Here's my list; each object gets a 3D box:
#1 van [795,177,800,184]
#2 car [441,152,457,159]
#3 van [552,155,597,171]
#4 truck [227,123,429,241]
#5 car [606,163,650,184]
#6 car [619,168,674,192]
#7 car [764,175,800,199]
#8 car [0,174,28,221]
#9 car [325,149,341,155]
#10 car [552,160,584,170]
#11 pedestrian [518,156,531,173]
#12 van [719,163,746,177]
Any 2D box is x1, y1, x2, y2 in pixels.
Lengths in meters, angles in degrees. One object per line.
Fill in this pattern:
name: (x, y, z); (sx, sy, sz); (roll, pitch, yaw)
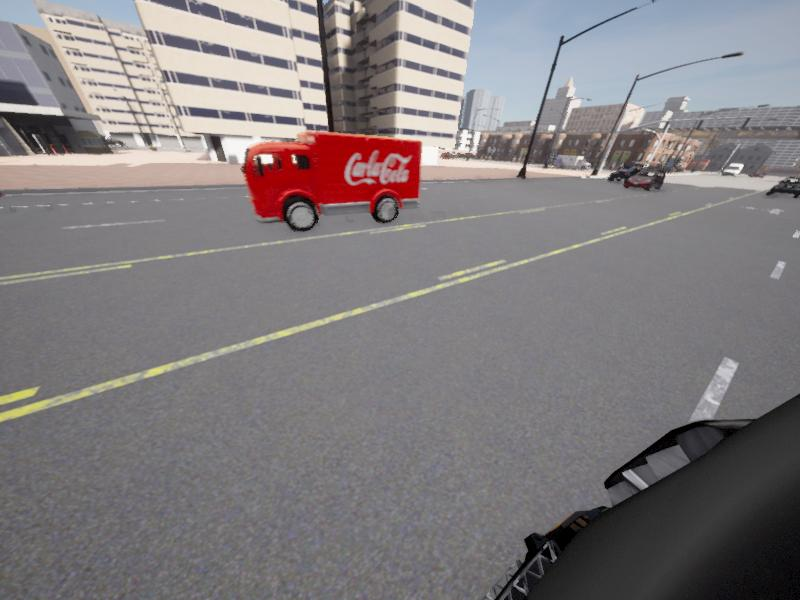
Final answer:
van: (76.276, -22.969, 42.716); (5.915, 2.561, 1.988); (-16, 38, -27)
car: (15.398, -45.406, 72.661); (1.930, 1.638, 5.238); (-17, 38, -27)
van: (34.899, -27.636, 46.557); (2.351, 2.431, 6.366); (-17, 38, -27)
truck: (-2.054, -3.883, 7.486); (5.204, 2.467, 2.627); (-17, 38, -27)
car: (25.500, -14.183, 25.871); (3.866, 1.878, 1.905); (-17, 38, -27)
car: (21.940, -10.704, 20.562); (3.988, 1.617, 1.851); (-16, 38, -27)
car: (36.723, -10.673, 21.707); (3.988, 1.617, 1.851); (-17, 38, -27)
car: (-13.338, -2.603, 5.172); (4.605, 1.855, 1.932); (-17, 39, -28)
car: (-20.286, -44.885, 69.960); (3.806, 1.475, 1.970); (-19, 39, -28)
car: (36.449, -29.463, 50.288); (2.128, 1.511, 4.902); (-17, 38, -27)
pedestrian: (16.974, -18.434, 31.422); (0.751, 1.860, 0.751); (-7, 35, -14)
van: (76.110, -29.687, 52.899); (5.915, 2.561, 1.988); (-17, 38, -28)
